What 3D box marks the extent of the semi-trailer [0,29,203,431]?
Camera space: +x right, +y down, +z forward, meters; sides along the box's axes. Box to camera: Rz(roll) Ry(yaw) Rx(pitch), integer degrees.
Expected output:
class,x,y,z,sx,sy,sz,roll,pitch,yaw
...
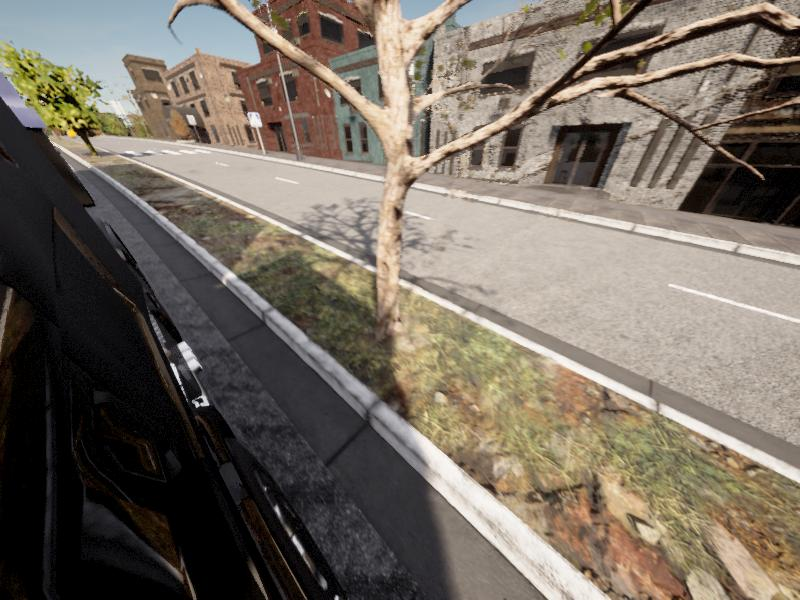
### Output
class,x,y,z,sx,sy,sz,roll,pitch,yaw
semi-trailer,-8.792,-3.514,4.172,14.254,4.402,2.717,27,43,29

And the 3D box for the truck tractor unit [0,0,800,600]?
class,x,y,z,sx,sy,sz,roll,pitch,yaw
truck tractor unit,-2.645,-0.295,0.352,6.516,4.208,3.053,28,44,30
